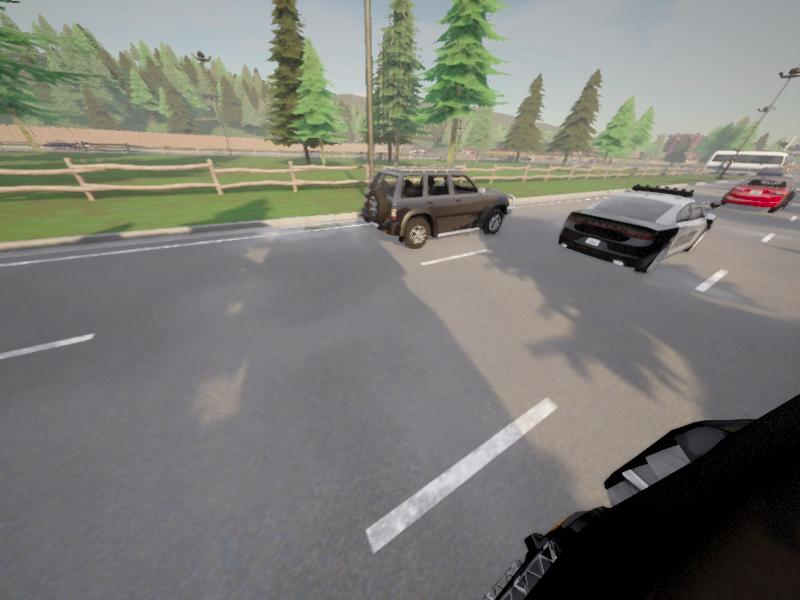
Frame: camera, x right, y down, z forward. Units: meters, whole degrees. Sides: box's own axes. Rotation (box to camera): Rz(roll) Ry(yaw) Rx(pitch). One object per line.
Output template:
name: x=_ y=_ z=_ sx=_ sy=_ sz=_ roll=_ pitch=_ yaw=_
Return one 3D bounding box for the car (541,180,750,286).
car: x=6.529 y=-2.105 z=6.146 sx=5.238 sy=1.638 sz=1.930 roll=-16 pitch=38 yaw=-26

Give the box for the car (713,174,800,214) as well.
car: x=21.415 y=-6.377 z=13.633 sx=4.611 sy=1.667 sz=2.242 roll=-16 pitch=38 yaw=-26

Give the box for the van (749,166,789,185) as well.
van: x=50.292 y=-16.987 z=31.457 sx=4.442 sy=1.987 sz=1.775 roll=-16 pitch=37 yaw=-26

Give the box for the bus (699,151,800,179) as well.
bus: x=70.596 y=-27.780 z=47.203 sx=3.944 sy=4.253 sz=10.273 roll=-16 pitch=37 yaw=-26

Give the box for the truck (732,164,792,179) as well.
truck: x=74.541 y=-26.658 z=47.726 sx=2.390 sy=2.098 sz=6.274 roll=-16 pitch=37 yaw=-26

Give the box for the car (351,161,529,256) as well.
car: x=1.171 y=-2.888 z=6.762 sx=4.605 sy=1.855 sz=1.932 roll=-16 pitch=38 yaw=-26
